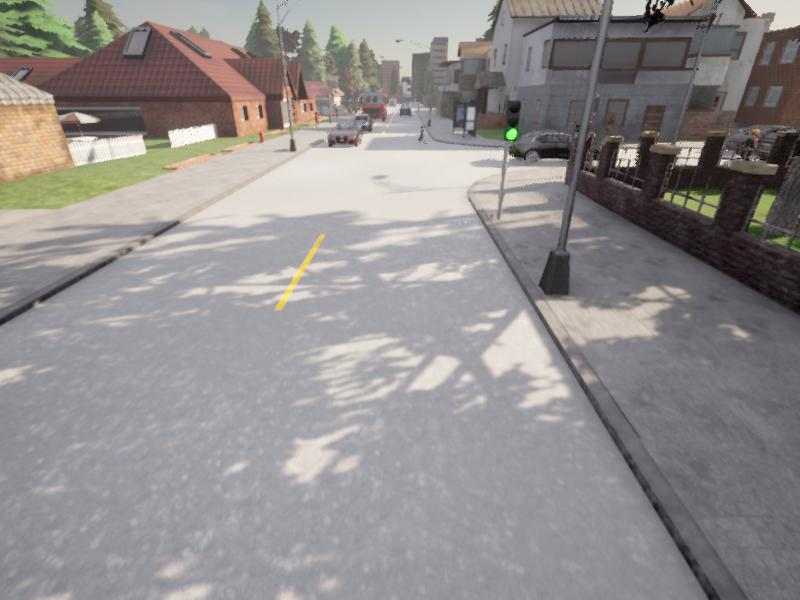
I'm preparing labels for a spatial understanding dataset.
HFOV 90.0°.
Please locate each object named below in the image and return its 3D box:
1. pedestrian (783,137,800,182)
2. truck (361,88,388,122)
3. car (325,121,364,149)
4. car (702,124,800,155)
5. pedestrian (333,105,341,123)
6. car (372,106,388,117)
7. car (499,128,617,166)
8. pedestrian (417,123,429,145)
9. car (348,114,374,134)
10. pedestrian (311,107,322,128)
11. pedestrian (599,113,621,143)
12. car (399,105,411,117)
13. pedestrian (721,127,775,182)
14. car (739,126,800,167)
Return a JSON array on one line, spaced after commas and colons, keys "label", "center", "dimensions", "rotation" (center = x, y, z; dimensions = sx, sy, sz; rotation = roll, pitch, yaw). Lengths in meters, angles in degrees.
[{"label": "pedestrian", "center": [15.481, -5.468, 15.030], "dimensions": [0.751, 1.860, 0.751], "rotation": [0, 27, 0]}, {"label": "truck", "center": [-3.280, -26.120, 53.530], "dimensions": [2.891, 3.827, 8.468], "rotation": [0, 27, 1]}, {"label": "car", "center": [-3.656, -11.191, 27.042], "dimensions": [1.994, 1.385, 4.181], "rotation": [0, 27, 1]}, {"label": "car", "center": [21.128, -9.434, 23.443], "dimensions": [4.902, 1.511, 2.128], "rotation": [0, 27, 0]}, {"label": "pedestrian", "center": [-7.494, -22.199, 47.739], "dimensions": [0.751, 1.860, 0.751], "rotation": [-7, 28, -13]}, {"label": "car", "center": [-3.135, -30.212, 64.066], "dimensions": [2.128, 1.511, 4.902], "rotation": [0, 27, 1]}, {"label": "car", "center": [7.739, -7.686, 20.031], "dimensions": [4.902, 1.511, 2.128], "rotation": [-1, 27, -2]}, {"label": "pedestrian", "center": [1.542, -11.307, 27.287], "dimensions": [0.751, 1.300, 0.751], "rotation": [1, 27, 3]}, {"label": "car", "center": [-3.524, -16.346, 36.999], "dimensions": [1.970, 1.475, 3.806], "rotation": [0, 27, 1]}, {"label": "pedestrian", "center": [-8.248, -18.035, 39.598], "dimensions": [0.751, 1.860, 0.751], "rotation": [-1, 27, -1]}, {"label": "pedestrian", "center": [14.295, -11.742, 27.272], "dimensions": [0.751, 1.860, 0.751], "rotation": [0, 27, 0]}, {"label": "car", "center": [0.884, -31.046, 65.667], "dimensions": [1.882, 1.535, 5.008], "rotation": [0, 27, 1]}, {"label": "pedestrian", "center": [13.063, -5.497, 15.085], "dimensions": [0.751, 1.860, 0.751], "rotation": [2, 27, 3]}, {"label": "car", "center": [20.198, -7.585, 19.701], "dimensions": [4.856, 1.649, 2.033], "rotation": [0, 27, -1]}]
